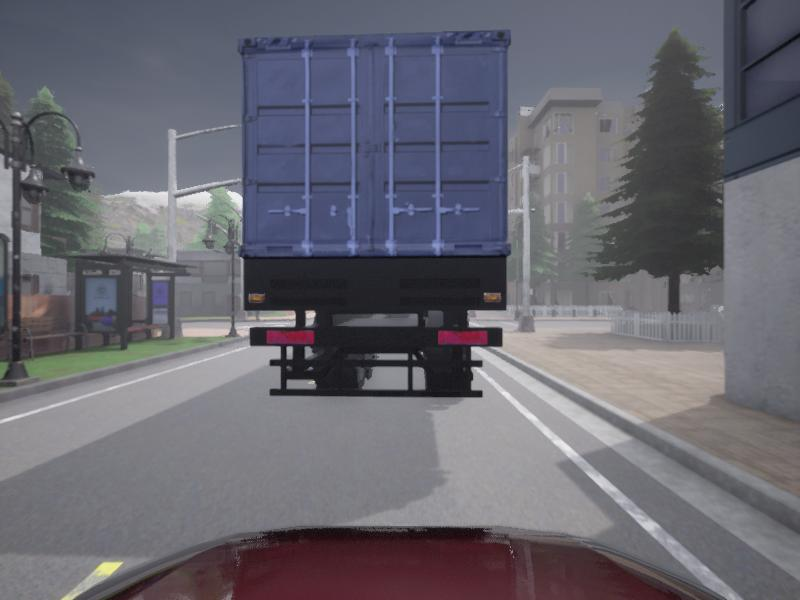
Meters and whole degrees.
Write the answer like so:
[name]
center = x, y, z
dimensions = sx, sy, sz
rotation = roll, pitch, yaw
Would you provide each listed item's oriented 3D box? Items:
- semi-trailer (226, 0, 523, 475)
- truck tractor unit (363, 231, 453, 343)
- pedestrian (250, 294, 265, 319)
[semi-trailer]
center = 0.056, -0.609, 10.783
dimensions = 2.717, 4.402, 14.254
rotation = 0, 0, 3
[truck tractor unit]
center = 0.706, -0.503, 18.654
dimensions = 3.053, 4.208, 6.516
rotation = 0, 0, 12
[pedestrian]
center = -10.638, 0.492, 29.886
dimensions = 0.751, 1.860, 0.751
rotation = 0, 0, 7
